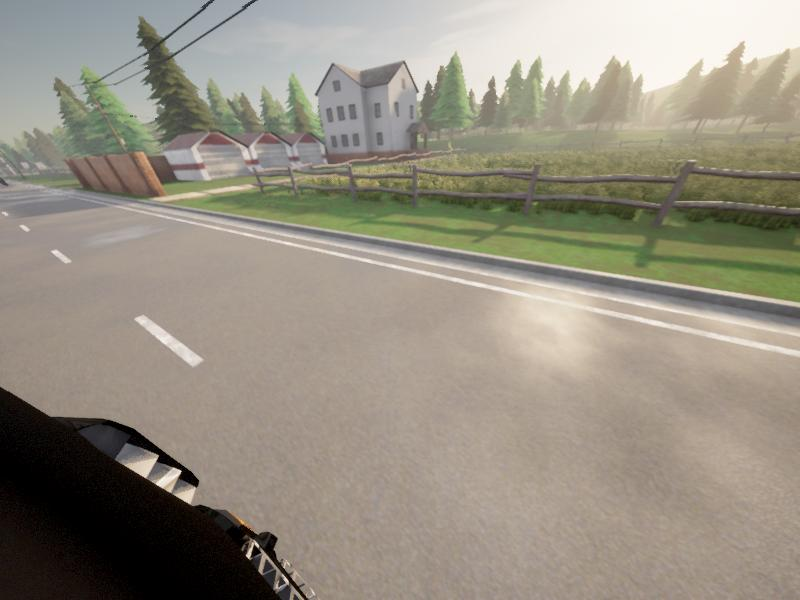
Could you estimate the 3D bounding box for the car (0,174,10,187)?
[{"bbox_3d":[-58.571,-17.296,32.845,5.566,2.045,2.150,16,38,26],"label":"car"}]
